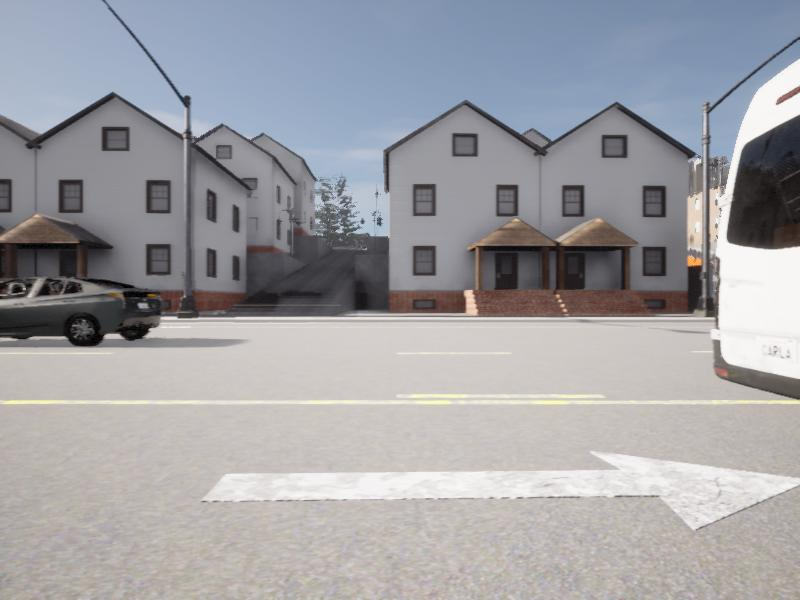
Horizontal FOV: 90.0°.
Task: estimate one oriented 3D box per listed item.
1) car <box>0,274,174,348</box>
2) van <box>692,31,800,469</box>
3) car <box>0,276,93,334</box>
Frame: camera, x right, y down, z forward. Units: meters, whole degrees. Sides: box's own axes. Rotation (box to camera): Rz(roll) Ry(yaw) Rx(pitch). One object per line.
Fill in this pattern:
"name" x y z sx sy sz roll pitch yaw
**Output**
"car" -8.018 0.228 9.201 4.514 1.525 2.007 0 0 0
"van" 5.294 -0.279 2.198 5.915 2.561 1.988 0 0 0
"car" -12.905 0.154 12.697 4.611 1.667 2.242 0 0 0
